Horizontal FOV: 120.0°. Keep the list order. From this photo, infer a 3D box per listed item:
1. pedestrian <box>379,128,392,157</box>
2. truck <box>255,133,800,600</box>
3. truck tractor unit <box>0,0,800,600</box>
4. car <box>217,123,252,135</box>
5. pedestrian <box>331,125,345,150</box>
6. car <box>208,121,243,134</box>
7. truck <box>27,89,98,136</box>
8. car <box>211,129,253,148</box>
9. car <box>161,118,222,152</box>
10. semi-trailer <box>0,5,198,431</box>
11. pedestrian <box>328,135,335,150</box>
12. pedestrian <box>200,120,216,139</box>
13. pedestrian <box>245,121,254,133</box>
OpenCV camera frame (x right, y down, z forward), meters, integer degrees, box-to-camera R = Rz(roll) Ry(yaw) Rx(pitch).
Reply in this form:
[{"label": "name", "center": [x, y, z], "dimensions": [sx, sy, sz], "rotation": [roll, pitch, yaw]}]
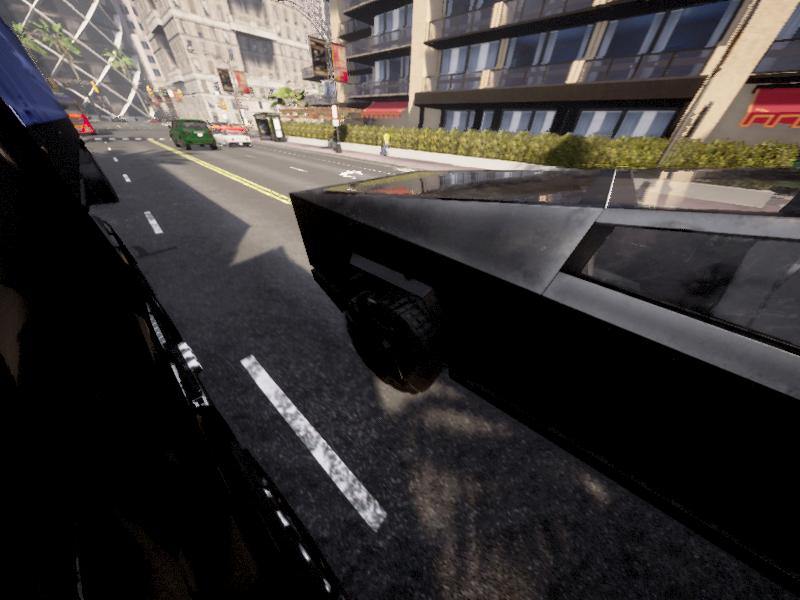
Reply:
[{"label": "pedestrian", "center": [-1.152, -12.501, 18.352], "dimensions": [0.751, 1.860, 0.751], "rotation": [31, 45, 33]}, {"label": "truck", "center": [2.065, 0.274, 1.634], "dimensions": [6.274, 2.098, 2.390], "rotation": [27, 43, 29]}, {"label": "truck tractor unit", "center": [-2.645, -0.295, 0.351], "dimensions": [6.516, 4.208, 3.053], "rotation": [28, 44, 30]}, {"label": "car", "center": [-28.375, -29.309, 39.683], "dimensions": [4.514, 1.525, 2.007], "rotation": [-24, 44, -31]}, {"label": "pedestrian", "center": [-5.806, -15.211, 21.684], "dimensions": [0.751, 1.860, 0.751], "rotation": [-24, 44, -31]}, {"label": "car", "center": [-31.212, -30.887, 41.394], "dimensions": [4.553, 1.767, 2.097], "rotation": [-24, 44, -30]}, {"label": "truck", "center": [-39.214, -21.869, 27.230], "dimensions": [8.468, 3.827, 2.891], "rotation": [31, 45, 32]}, {"label": "car", "center": [-16.617, -15.972, 22.821], "dimensions": [4.718, 1.301, 1.895], "rotation": [31, 45, 32]}, {"label": "car", "center": [-17.573, -13.947, 19.443], "dimensions": [5.566, 2.045, 2.150], "rotation": [30, 45, 31]}, {"label": "semi-trailer", "center": [-8.520, -3.721, 4.396], "dimensions": [14.254, 4.402, 2.717], "rotation": [30, 45, 32]}, {"label": "pedestrian", "center": [-6.480, -14.998, 21.994], "dimensions": [0.500, 1.100, 0.500], "rotation": [-6, 38, -11]}, {"label": "pedestrian", "center": [-24.685, -21.866, 29.679], "dimensions": [0.751, 1.860, 0.751], "rotation": [28, 44, 30]}, {"label": "pedestrian", "center": [-29.612, -34.116, 45.450], "dimensions": [0.751, 1.860, 0.751], "rotation": [26, 43, 28]}]
